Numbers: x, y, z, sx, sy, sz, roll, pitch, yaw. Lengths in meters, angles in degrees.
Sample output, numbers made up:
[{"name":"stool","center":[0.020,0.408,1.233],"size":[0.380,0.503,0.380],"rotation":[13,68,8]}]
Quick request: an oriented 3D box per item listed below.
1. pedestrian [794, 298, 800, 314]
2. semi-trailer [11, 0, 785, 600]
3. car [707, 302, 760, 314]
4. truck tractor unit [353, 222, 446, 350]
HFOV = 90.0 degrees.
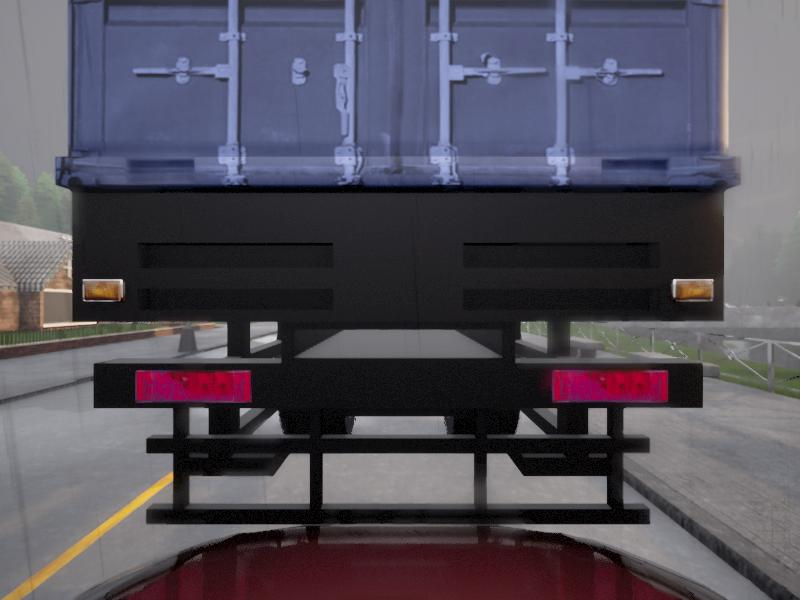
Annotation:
[{"name":"pedestrian","center":[45.587,0.669,45.512],"size":[0.751,1.860,0.751],"rotation":[0,0,-3]},{"name":"semi-trailer","center":[-0.008,-0.601,8.540],"size":[2.717,4.402,14.254],"rotation":[0,0,0]},{"name":"car","center":[42.281,0.980,50.787],"size":[4.974,1.542,2.038],"rotation":[0,0,0]},{"name":"truck tractor unit","center":[-0.013,-0.475,16.451],"size":[3.053,4.208,6.516],"rotation":[0,0,0]}]
